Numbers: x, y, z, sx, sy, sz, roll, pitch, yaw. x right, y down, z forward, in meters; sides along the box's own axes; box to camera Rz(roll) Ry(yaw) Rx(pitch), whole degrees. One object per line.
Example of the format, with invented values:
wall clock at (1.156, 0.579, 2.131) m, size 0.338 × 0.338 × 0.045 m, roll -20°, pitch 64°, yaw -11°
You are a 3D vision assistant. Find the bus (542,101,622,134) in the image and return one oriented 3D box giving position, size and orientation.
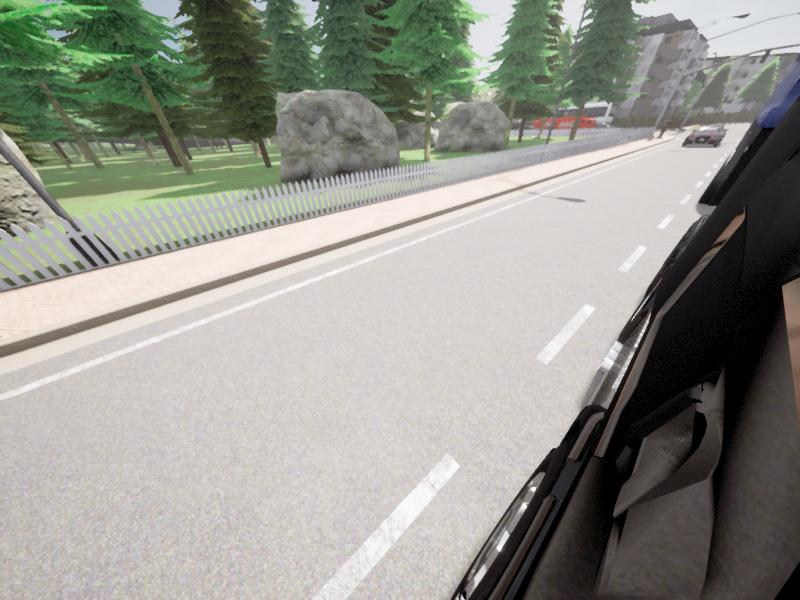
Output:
bus at (33.426, -33.909, 43.307) m, size 3.944 × 4.253 × 10.273 m, roll -26°, pitch 43°, yaw -28°

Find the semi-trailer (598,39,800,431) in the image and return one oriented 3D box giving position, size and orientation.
semi-trailer at (8.707, -3.601, 4.217) m, size 14.254 × 4.402 × 2.717 m, roll -28°, pitch 44°, yaw -30°

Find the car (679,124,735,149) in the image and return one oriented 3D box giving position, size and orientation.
car at (24.815, -13.279, 18.686) m, size 4.181 × 1.385 × 1.994 m, roll -27°, pitch 43°, yaw -29°

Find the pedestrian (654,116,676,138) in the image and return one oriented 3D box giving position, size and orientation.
pedestrian at (28.630, -18.681, 24.965) m, size 0.751 × 1.860 × 0.751 m, roll -28°, pitch 44°, yaw -30°

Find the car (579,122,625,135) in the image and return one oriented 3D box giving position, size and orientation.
car at (31.962, -27.212, 36.738) m, size 2.128 × 1.511 × 4.902 m, roll -26°, pitch 43°, yaw -28°

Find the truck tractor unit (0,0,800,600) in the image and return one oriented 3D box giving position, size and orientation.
truck tractor unit at (2.645, -0.295, 0.351) m, size 6.516 × 4.208 × 3.053 m, roll -28°, pitch 44°, yaw -30°

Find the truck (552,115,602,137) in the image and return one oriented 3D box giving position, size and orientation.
truck at (27.675, -27.347, 36.387) m, size 2.627 × 2.467 × 5.204 m, roll -26°, pitch 43°, yaw -28°

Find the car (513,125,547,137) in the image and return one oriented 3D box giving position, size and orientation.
car at (23.188, -30.304, 41.435) m, size 1.837 × 1.490 × 4.892 m, roll -26°, pitch 43°, yaw -28°

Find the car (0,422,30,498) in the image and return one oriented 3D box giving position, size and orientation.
car at (-4.473, 1.836, 0.127) m, size 3.988 × 1.617 × 1.851 m, roll -27°, pitch 43°, yaw -29°
